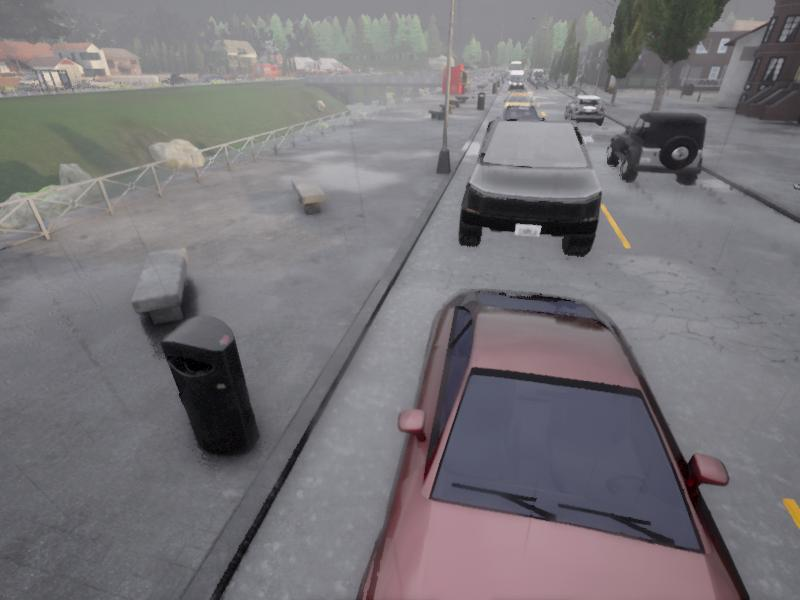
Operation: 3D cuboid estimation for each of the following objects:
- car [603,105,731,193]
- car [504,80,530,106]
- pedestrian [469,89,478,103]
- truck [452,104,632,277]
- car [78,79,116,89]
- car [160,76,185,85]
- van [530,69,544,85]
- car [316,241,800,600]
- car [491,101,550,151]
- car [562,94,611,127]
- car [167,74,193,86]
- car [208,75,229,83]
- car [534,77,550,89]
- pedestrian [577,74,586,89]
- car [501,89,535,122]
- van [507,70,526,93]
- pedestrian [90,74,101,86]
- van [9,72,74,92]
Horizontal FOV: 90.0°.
[{"bbox_3d":[7.918,-4.842,12.419,1.905,1.878,3.866,7,31,12],"label":"car"},{"bbox_3d":[10.928,-19.486,37.494,1.932,1.855,4.605,7,32,12],"label":"car"},{"bbox_3d":[6.670,-18.522,36.378,0.500,1.100,0.500,21,36,31],"label":"pedestrian"},{"bbox_3d":[2.845,-2.974,9.024,2.390,2.098,6.274,7,31,12],"label":"truck"},{"bbox_3d":[-49.004,-35.032,64.827,1.895,1.301,4.718,7,31,12],"label":"car"},{"bbox_3d":[-44.920,-43.446,79.142,1.970,1.475,3.806,7,31,12],"label":"car"},{"bbox_3d":[26.354,-43.008,77.051,1.988,2.561,5.915,7,31,12],"label":"van"},{"bbox_3d":[1.007,1.029,2.974,1.994,1.385,4.181,6,30,10],"label":"car"},{"bbox_3d":[5.496,-8.165,18.491,2.128,1.511,4.902,7,31,12],"label":"car"},{"bbox_3d":[11.380,-11.780,24.703,1.970,1.475,3.806,7,31,12],"label":"car"},{"bbox_3d":[-41.703,-41.804,75.848,1.905,1.878,3.866,7,31,12],"label":"car"},{"bbox_3d":[-38.856,-47.482,85.947,1.816,1.474,4.193,7,31,12],"label":"car"},{"bbox_3d":[22.060,-33.757,62.222,1.789,1.549,3.705,7,31,12],"label":"car"},{"bbox_3d":[27.352,-32.942,60.271,0.751,1.860,0.751,10,32,16],"label":"pedestrian"},{"bbox_3d":[8.018,-13.371,27.335,1.801,1.575,5.366,7,31,12],"label":"car"},{"bbox_3d":[15.596,-29.385,53.746,1.988,2.561,5.915,7,31,12],"label":"van"},{"bbox_3d":[-52.907,-38.216,69.483,0.751,1.860,0.751,7,31,12],"label":"pedestrian"},{"bbox_3d":[-51.073,-31.283,57.290,2.351,2.431,6.366,7,31,12],"label":"van"}]
